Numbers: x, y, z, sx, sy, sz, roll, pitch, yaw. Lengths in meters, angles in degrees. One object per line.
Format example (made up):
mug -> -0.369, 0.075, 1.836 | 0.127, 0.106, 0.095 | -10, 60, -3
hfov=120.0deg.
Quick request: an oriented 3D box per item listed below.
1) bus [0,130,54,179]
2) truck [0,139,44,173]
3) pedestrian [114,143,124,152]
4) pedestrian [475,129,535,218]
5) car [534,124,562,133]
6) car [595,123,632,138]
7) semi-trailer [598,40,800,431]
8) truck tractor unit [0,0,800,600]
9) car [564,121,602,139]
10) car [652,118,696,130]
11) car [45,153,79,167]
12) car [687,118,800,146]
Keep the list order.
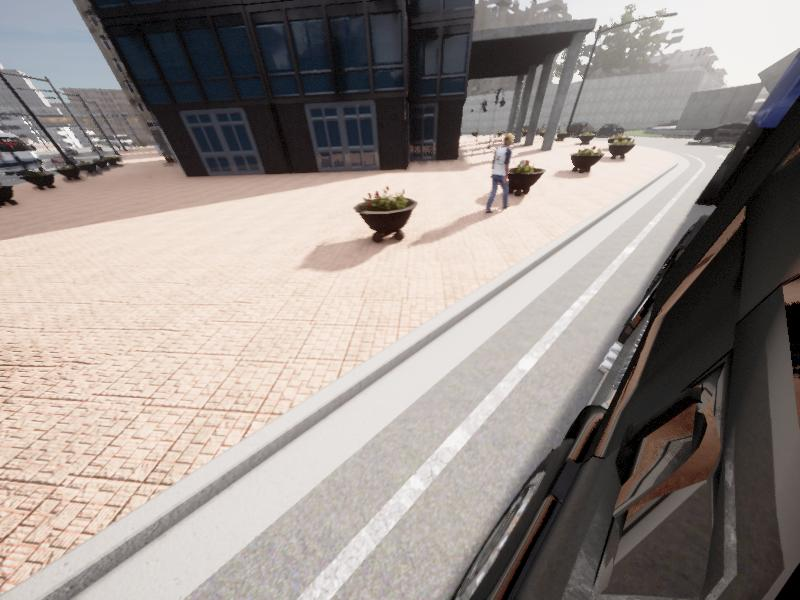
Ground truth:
bus -> -45.730, -16.528, 26.211 | 3.944, 4.253, 10.273 | -28, 43, -30
truck -> -58.068, -21.408, 34.150 | 2.891, 3.827, 8.468 | -28, 44, -30
pedestrian -> -72.494, -39.349, 59.623 | 0.751, 1.860, 0.751 | 29, 47, 35
pedestrian -> 2.622, -3.223, 5.960 | 0.751, 1.860, 0.751 | -22, 41, -24
car -> 32.108, -37.240, 50.180 | 4.514, 1.525, 2.007 | 23, 44, 30
car -> 28.808, -23.008, 31.349 | 1.845, 1.501, 3.633 | 2, 37, 6
semi-trailer -> 8.691, -3.606, 4.241 | 14.254, 4.402, 2.717 | -28, 44, -30
truck tractor unit -> 2.645, -0.295, 0.351 | 6.516, 4.208, 3.053 | -28, 44, -30
car -> 25.549, -23.911, 32.467 | 1.932, 1.855, 4.605 | 3, 37, 7
car -> 53.976, -34.765, 45.660 | 5.027, 1.651, 2.152 | 5, 37, 10
car -> -59.970, -24.943, 41.077 | 2.152, 1.651, 5.027 | -28, 44, -30
car -> 28.015, -13.733, 18.898 | 1.930, 1.638, 5.238 | -18, 39, -19
